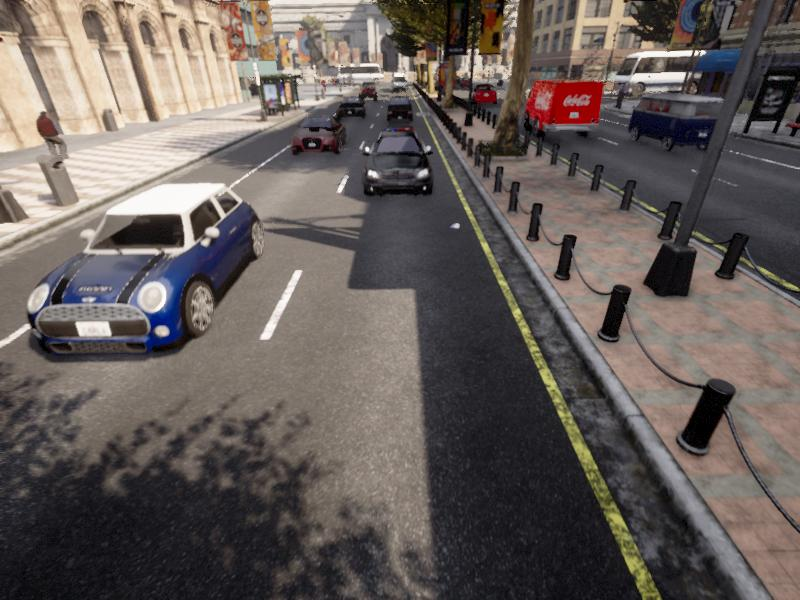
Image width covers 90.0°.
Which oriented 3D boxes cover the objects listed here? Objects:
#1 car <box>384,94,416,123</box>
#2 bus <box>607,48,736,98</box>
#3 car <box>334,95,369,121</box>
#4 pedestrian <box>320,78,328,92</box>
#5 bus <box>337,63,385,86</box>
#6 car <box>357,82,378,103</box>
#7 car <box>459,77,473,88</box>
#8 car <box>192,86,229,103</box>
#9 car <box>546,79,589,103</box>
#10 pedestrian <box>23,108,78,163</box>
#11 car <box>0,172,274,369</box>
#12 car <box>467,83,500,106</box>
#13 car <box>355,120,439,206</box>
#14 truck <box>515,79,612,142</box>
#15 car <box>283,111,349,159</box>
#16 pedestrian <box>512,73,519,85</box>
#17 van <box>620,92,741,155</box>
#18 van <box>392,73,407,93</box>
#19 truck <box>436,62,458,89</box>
[{"bbox_3d":[0.004,-13.603,28.317,2.033,1.411,5.357,-1,30,1],"label":"car"},{"bbox_3d":[28.975,-24.551,43.396,10.273,4.253,3.944,-2,30,0],"label":"bus"},{"bbox_3d":[-3.488,-14.220,29.530,1.994,1.385,4.181,-1,30,1],"label":"car"},{"bbox_3d":[-11.759,-33.194,61.792,0.751,1.860,0.751,2,30,6],"label":"pedestrian"},{"bbox_3d":[-8.796,-51.820,91.864,10.273,4.253,3.944,-1,30,1],"label":"bus"},{"bbox_3d":[-3.451,-22.746,43.757,1.905,1.878,3.866,-1,30,1],"label":"car"},{"bbox_3d":[11.632,-38.465,70.711,1.851,1.617,3.988,-1,30,1],"label":"car"},{"bbox_3d":[-22.753,-24.848,48.276,2.161,1.482,4.786,-1,30,0],"label":"car"},{"bbox_3d":[16.282,-20.288,38.823,3.866,1.878,1.905,-24,37,-34],"label":"car"},{"bbox_3d":[-13.363,-6.319,15.359,0.751,1.860,0.751,-3,30,-3],"label":"pedestrian"},{"bbox_3d":[-3.569,-0.767,6.153,1.970,1.475,3.806,-1,30,1],"label":"car"},{"bbox_3d":[8.025,-20.036,38.893,2.242,1.667,4.611,-1,30,1],"label":"car"},{"bbox_3d":[-0.048,-4.386,12.241,2.038,1.542,4.974,-1,30,1],"label":"car"},{"bbox_3d":[7.961,-9.780,20.350,2.627,2.467,5.204,-1,30,1],"label":"truck"},{"bbox_3d":[-3.530,-7.390,17.716,1.994,1.385,4.181,-1,30,1],"label":"car"},{"bbox_3d":[21.380,-40.949,74.067,0.751,1.860,0.751,0,30,3],"label":"pedestrian"},{"bbox_3d":[11.456,-7.560,16.873,1.775,1.987,4.442,-1,30,1],"label":"van"},{"bbox_3d":[-0.102,-33.231,61.130,1.988,2.561,5.915,-2,30,-2],"label":"van"},{"bbox_3d":[8.117,-39.630,70.627,2.891,3.827,8.468,-1,30,1],"label":"truck"}]
